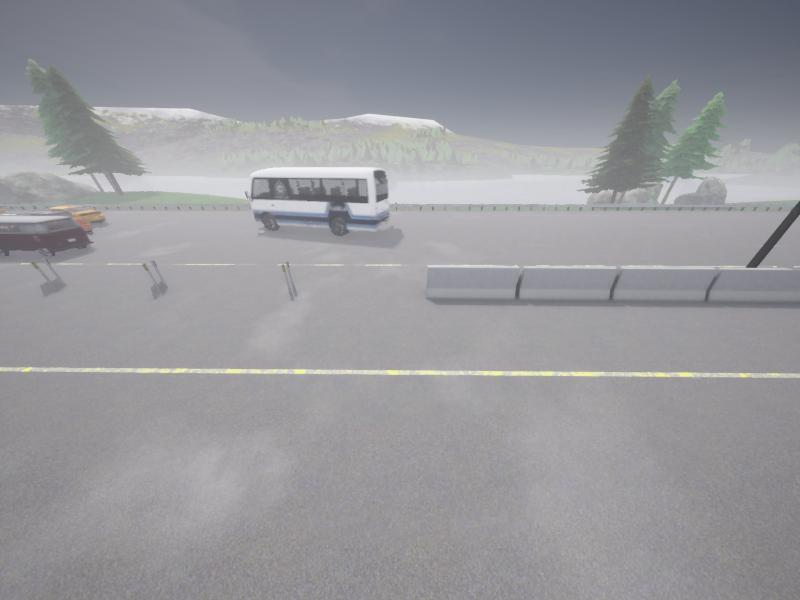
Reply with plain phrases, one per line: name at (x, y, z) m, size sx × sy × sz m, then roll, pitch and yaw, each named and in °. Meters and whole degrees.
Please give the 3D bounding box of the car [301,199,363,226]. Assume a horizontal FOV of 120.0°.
car at (-5.860, -7.714, 20.266) m, size 4.611 × 1.667 × 2.242 m, roll 9°, pitch 29°, yaw 12°

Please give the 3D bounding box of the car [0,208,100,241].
car at (-24.766, -5.281, 15.958) m, size 4.553 × 1.767 × 2.097 m, roll 0°, pitch 30°, yaw 1°

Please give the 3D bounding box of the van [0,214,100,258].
van at (-20.552, -3.592, 12.841) m, size 4.442 × 1.987 × 1.775 m, roll 0°, pitch 30°, yaw 0°

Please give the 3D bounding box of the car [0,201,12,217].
car at (-41.973, -8.778, 22.231) m, size 5.366 × 1.575 × 1.801 m, roll 0°, pitch 30°, yaw 0°

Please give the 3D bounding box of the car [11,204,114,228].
car at (-27.609, -6.935, 19.079) m, size 5.008 × 1.535 × 1.882 m, roll 0°, pitch 30°, yaw 0°

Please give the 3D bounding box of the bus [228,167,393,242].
bus at (-5.995, -7.254, 16.918) m, size 10.273 × 4.253 × 3.944 m, roll 8°, pitch 31°, yaw 13°
